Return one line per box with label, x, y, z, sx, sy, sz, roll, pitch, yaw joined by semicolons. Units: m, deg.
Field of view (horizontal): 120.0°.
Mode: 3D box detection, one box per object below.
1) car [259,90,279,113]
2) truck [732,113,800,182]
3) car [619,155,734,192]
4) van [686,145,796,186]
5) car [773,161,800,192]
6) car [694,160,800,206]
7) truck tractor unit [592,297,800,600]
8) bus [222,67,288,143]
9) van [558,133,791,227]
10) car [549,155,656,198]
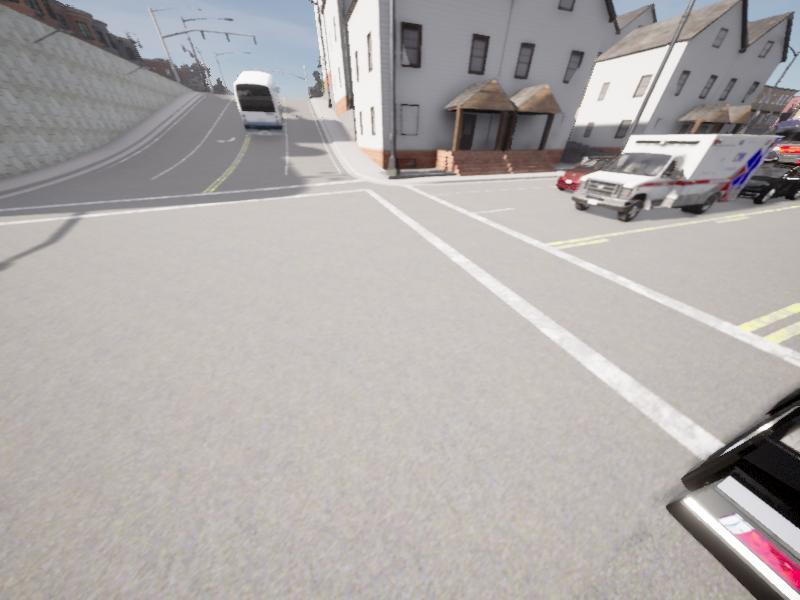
car;-17.742;-27.110;31.478;1.801;1.575;5.366;-11;49;-17
truck;30.497;-11.237;17.039;8.468;3.827;2.891;-11;37;-16
car;16.160;-7.539;13.605;4.902;1.511;2.128;-11;37;-16
van;22.243;-8.923;15.193;4.480;2.038;2.069;-11;37;-16
car;24.157;-6.879;12.886;4.181;1.385;1.994;-10;36;-14
car;16.985;-5.569;10.821;4.892;1.490;1.837;-11;37;-16
truck tractor unit;5.236;-0.151;0.573;6.516;4.208;3.053;-13;37;-18
bus;-14.351;-20.340;23.859;3.944;4.253;10.273;-11;50;-16
van;9.701;-4.559;8.479;6.366;2.431;2.351;-11;37;-16
car;10.298;-6.462;11.915;3.988;1.617;1.851;-11;37;-16
